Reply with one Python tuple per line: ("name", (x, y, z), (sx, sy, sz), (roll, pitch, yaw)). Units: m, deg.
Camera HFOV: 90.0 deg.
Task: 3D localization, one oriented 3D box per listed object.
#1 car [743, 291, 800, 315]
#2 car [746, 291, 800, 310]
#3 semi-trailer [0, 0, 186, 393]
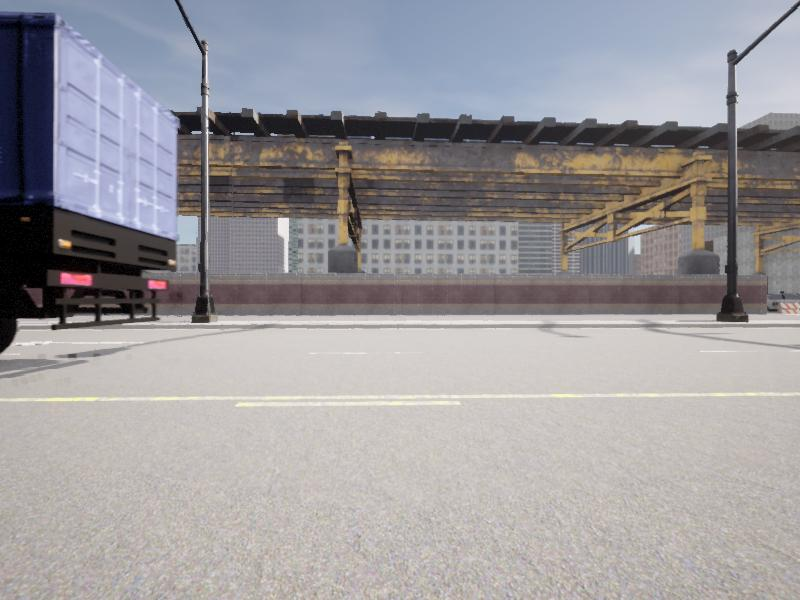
("car", (27.003, 0.196, 27.666), (4.974, 1.542, 2.038), (0, 0, 42))
("car", (26.964, 0.038, 27.700), (4.536, 1.218, 1.853), (0, 0, 42))
("semi-trailer", (-10.792, -1.218, 5.349), (14.254, 4.402, 2.717), (0, 0, -2))
